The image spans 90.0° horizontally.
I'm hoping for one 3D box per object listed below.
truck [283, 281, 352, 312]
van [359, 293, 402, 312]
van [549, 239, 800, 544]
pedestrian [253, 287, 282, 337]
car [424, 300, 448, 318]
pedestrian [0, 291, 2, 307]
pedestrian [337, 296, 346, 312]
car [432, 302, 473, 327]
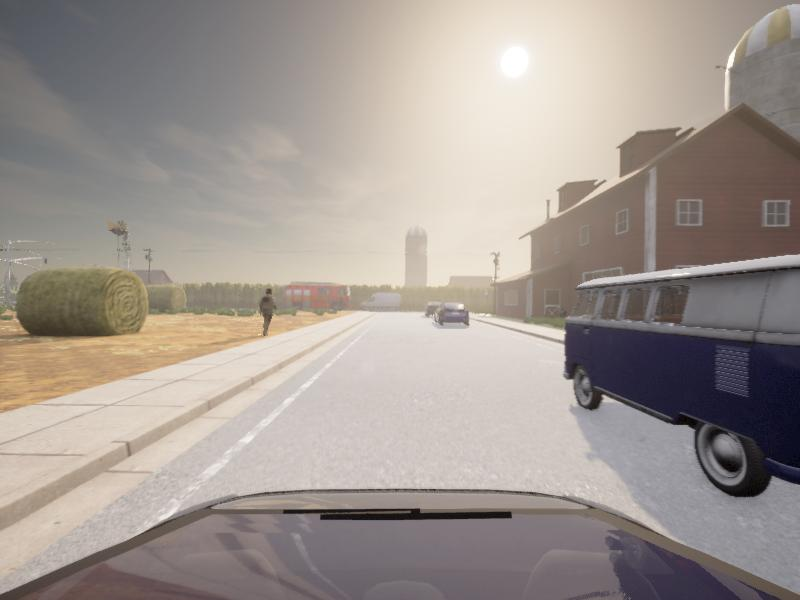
[{"bbox_3d":[-10.751,-0.407,52.875,8.468,3.827,2.891,1,0,1],"label":"truck"},{"bbox_3d":[-2.721,0.349,56.262,5.915,2.561,1.988,1,0,1],"label":"van"},{"bbox_3d":[3.505,0.630,4.798,1.775,1.987,4.442,0,-1,0],"label":"van"},{"bbox_3d":[-5.060,0.439,15.276,0.751,1.860,0.751,1,0,10],"label":"pedestrian"},{"bbox_3d":[3.526,0.850,39.966,1.930,1.638,5.238,1,0,0],"label":"car"},{"bbox_3d":[-47.459,-0.130,46.977,0.751,1.860,0.751,1,0,9],"label":"pedestrian"},{"bbox_3d":[-7.105,0.450,48.482,0.751,1.860,0.751,1,0,20],"label":"pedestrian"},{"bbox_3d":[3.522,0.925,27.589,2.163,1.488,4.792,1,0,0],"label":"car"}]
